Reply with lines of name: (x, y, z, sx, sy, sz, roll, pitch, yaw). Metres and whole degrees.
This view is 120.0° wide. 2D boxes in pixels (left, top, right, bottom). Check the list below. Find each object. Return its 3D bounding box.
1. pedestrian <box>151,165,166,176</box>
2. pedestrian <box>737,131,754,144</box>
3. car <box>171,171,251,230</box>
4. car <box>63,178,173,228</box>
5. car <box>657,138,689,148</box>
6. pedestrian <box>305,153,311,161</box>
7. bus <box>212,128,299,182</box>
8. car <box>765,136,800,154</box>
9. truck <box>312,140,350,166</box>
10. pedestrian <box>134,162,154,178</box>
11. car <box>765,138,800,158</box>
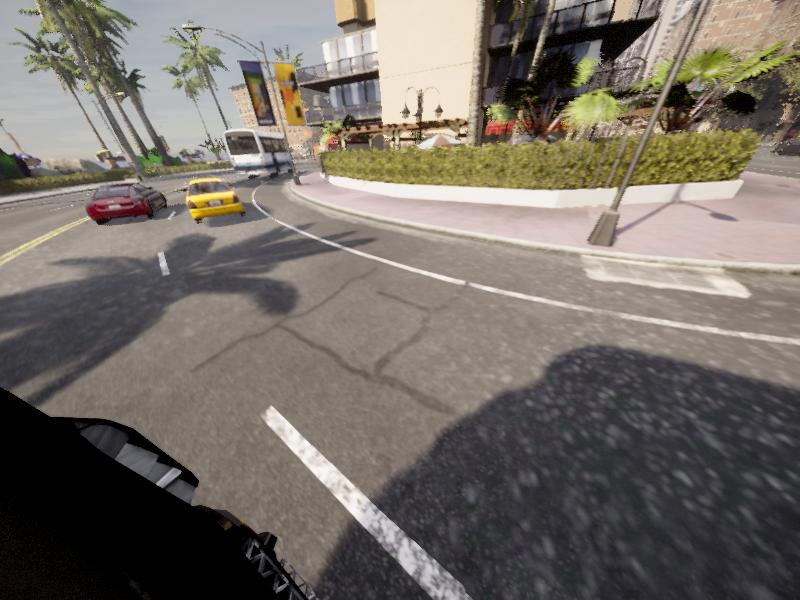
pedestrian: (-34.767, -18.588, 33.273, 0.751, 1.300, 0.751, -3, 33, 0)
pedestrian: (65.275, -30.718, 43.684, 0.751, 1.860, 0.751, -2, 33, 1)
car: (-8.324, -4.662, 10.242, 1.801, 1.575, 5.366, -24, 39, -29)
car: (-12.783, -4.757, 10.912, 1.994, 1.385, 4.181, -21, 37, -25)
car: (55.609, -32.096, 47.229, 2.033, 1.411, 5.357, 10, 35, 18)
pedestrian: (-25.663, -39.897, 64.398, 0.751, 1.860, 0.751, 9, 35, 18)
bus: (-15.471, -16.545, 26.372, 3.944, 4.253, 10.273, -6, 34, -4)
car: (43.081, -16.650, 24.674, 2.163, 1.488, 4.792, 12, 36, 21)
truck: (-13.271, -29.153, 45.714, 2.891, 3.827, 8.468, 6, 34, 13)
pedestrian: (-34.330, -17.451, 31.006, 0.751, 1.860, 0.751, 3, 34, 9)
car: (37.036, -13.728, 20.772, 2.033, 1.411, 5.357, 12, 36, 21)
